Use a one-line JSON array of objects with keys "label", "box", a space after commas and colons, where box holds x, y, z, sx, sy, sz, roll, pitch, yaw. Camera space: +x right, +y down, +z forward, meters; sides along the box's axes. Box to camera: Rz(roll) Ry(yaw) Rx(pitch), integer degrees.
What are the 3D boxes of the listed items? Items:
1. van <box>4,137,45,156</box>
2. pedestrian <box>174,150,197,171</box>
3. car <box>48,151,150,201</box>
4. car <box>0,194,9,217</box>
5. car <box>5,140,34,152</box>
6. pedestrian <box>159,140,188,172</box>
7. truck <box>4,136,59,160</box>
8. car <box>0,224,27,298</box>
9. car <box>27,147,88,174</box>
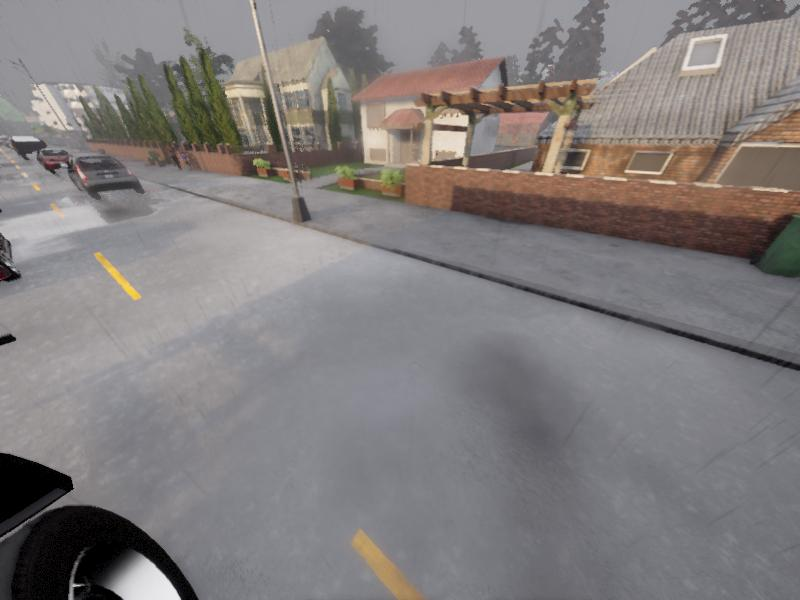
[{"label": "van", "box": [-51.360, -21.084, 31.610, 4.480, 2.038, 2.069, 22, 40, 28]}, {"label": "pedestrian", "box": [-15.812, -10.314, 17.057, 0.751, 1.300, 0.751, -19, 40, -25]}, {"label": "car", "box": [-13.964, -5.882, 10.741, 3.988, 1.617, 1.851, 22, 41, 28]}, {"label": "car", "box": [-15.664, -3.736, 7.750, 4.514, 1.525, 2.007, 22, 41, 28]}, {"label": "car", "box": [-63.799, -25.892, 38.726, 5.366, 1.575, 1.801, 22, 41, 28]}, {"label": "pedestrian", "box": [-16.316, -10.394, 16.680, 0.751, 1.860, 0.751, 29, 44, 34]}, {"label": "truck", "box": [-42.796, -17.668, 26.786, 6.274, 2.098, 2.390, 22, 40, 28]}, {"label": "car", "box": [-8.900, -0.956, 4.002, 4.181, 1.385, 1.994, 22, 41, 28]}, {"label": "car", "box": [-25.963, -10.647, 17.512, 4.193, 1.474, 1.816, 22, 41, 28]}]
